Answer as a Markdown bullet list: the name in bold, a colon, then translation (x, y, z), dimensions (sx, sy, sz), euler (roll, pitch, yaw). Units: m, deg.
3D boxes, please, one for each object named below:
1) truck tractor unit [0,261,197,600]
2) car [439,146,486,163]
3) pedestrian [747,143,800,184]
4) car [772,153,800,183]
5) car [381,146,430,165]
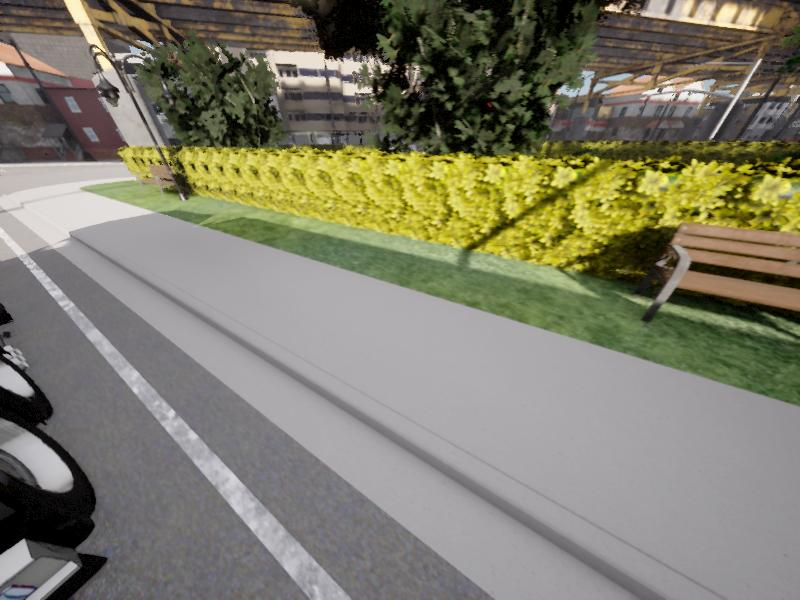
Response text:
- **truck tractor unit**: translation (-5.110, -0.301, 0.789), dimensions (6.516, 4.208, 3.053), euler (18, 39, 24)
- **car**: translation (7.449, -17.505, 27.761), dimensions (4.974, 1.542, 2.038), euler (-8, 36, -12)
- **pedestrian**: translation (20.449, -7.375, 12.519), dimensions (0.751, 1.860, 0.751), euler (-1, 35, -1)
- **car**: translation (25.833, -7.236, 12.911), dimensions (2.163, 1.488, 4.792), euler (-8, 36, -11)
- **car**: translation (0.584, -16.502, 26.292), dimensions (5.027, 1.651, 2.152), euler (-9, 36, -12)
